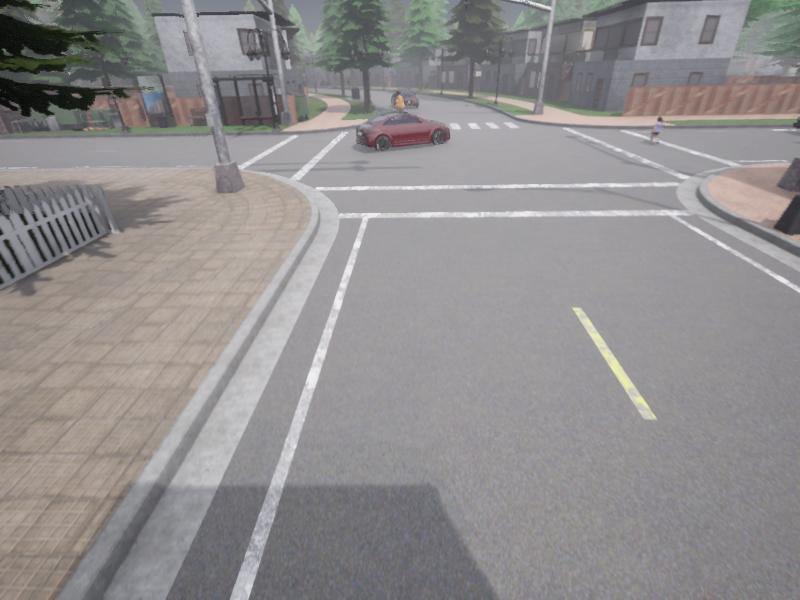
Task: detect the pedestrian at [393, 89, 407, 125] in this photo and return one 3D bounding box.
[{"bbox_3d":[-0.003,-11.438,23.748,0.751,1.860,0.751,0,30,3],"label":"pedestrian"}]

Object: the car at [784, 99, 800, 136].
[{"bbox_3d":[20.533,-7.872,17.263,5.357,1.411,2.033,1,30,4],"label":"car"}]

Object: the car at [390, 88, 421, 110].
[{"bbox_3d":[0.406,-17.046,33.891,1.994,1.385,4.181,-5,30,-6],"label":"car"}]

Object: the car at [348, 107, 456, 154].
[{"bbox_3d":[0.104,-7.508,17.569,4.181,1.385,1.994,-15,33,-22],"label":"car"}]

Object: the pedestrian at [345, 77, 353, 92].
[{"bbox_3d":[-7.619,-32.019,59.402,0.751,1.860,0.751,-23,37,-32],"label":"pedestrian"}]

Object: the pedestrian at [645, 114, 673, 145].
[{"bbox_3d":[10.609,-6.981,16.420,0.500,1.100,0.500,-4,30,-4],"label":"pedestrian"}]
